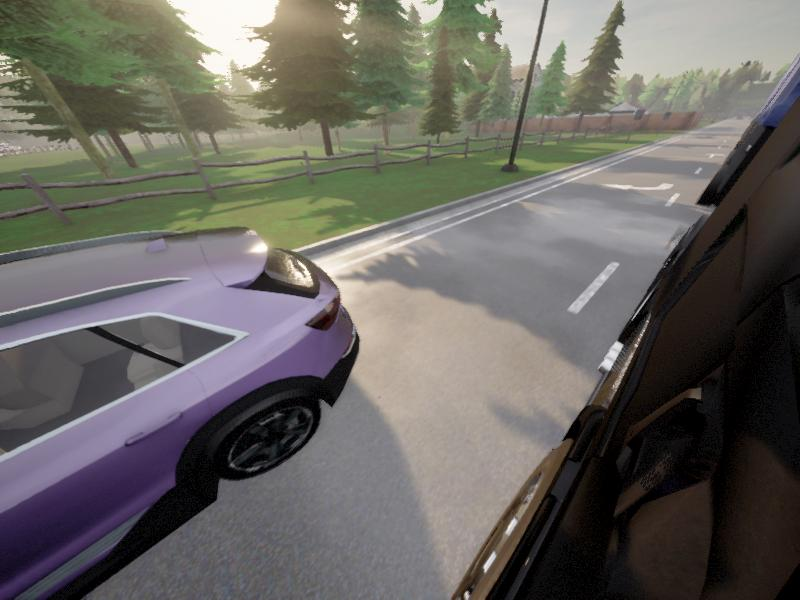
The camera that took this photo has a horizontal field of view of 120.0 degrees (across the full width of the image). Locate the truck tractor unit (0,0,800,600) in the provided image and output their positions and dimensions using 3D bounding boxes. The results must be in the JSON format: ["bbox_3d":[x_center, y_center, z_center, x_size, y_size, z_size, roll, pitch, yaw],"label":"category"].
[{"bbox_3d":[2.645,-0.295,0.351,6.516,4.208,3.053,-28,44,-30],"label":"truck tractor unit"}]

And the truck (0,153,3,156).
[{"bbox_3d":[-86.423,-30.908,47.507,2.627,2.467,5.204,-27,43,-29],"label":"truck"}]

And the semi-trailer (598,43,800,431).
[{"bbox_3d":[8.701,-3.587,4.247,14.254,4.402,2.717,-28,44,-30],"label":"semi-trailer"}]

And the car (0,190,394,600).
[{"bbox_3d":[-2.594,0.818,1.332,4.856,1.649,2.033,-28,44,-30],"label":"car"}]
